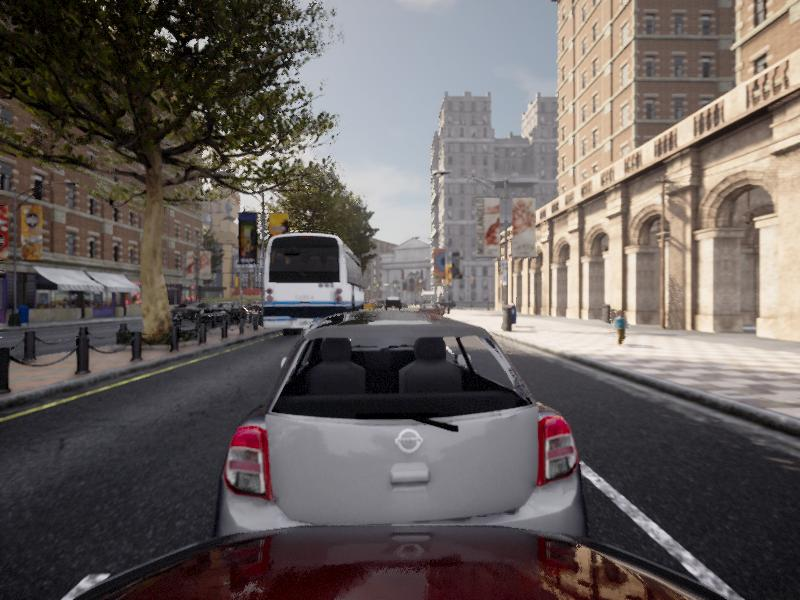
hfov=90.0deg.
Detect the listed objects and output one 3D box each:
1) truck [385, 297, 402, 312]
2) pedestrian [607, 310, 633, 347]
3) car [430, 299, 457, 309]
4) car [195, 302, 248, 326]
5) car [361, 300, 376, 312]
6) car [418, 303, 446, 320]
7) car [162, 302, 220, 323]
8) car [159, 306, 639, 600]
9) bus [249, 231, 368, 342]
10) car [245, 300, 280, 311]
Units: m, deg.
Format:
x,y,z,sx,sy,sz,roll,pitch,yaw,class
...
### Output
x,y,z,sx,sy,sz,roll,pitch,yaw,class
-0.985,0.583,58.281,2.390,2.098,6.274,0,0,-1,truck
6.776,0.875,12.330,0.500,1.100,0.500,0,0,-3,pedestrian
7.716,0.704,71.531,4.605,1.855,1.932,-1,0,-1,car
-11.931,0.871,27.056,1.970,1.475,3.806,0,0,-1,car
-4.469,0.842,57.149,1.801,1.575,5.366,0,0,-1,car
2.691,0.964,34.470,1.895,1.301,4.718,0,0,-1,car
-15.481,0.864,29.989,1.837,1.490,4.892,0,0,-1,car
-0.148,0.830,3.334,1.845,1.501,3.633,0,0,-6,car
-3.928,-0.519,20.501,3.944,4.253,10.273,0,0,-1,bus
-21.097,0.812,61.288,5.238,1.638,1.930,0,0,28,car
